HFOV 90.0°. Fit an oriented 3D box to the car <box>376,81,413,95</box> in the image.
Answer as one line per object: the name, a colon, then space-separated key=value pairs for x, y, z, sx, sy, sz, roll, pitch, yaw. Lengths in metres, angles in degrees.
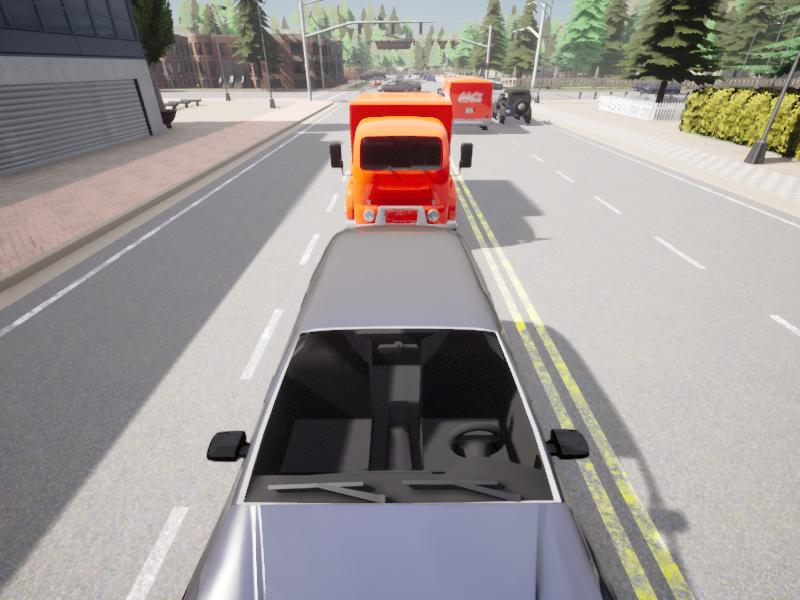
car: x=-0.618 y=-26.509 z=49.982 sx=4.514 sy=1.525 sz=2.007 roll=0 pitch=30 yaw=1

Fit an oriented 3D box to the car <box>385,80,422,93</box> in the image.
car: x=0.462 y=-28.286 z=53.002 sx=4.792 sy=1.488 sz=2.163 roll=0 pitch=30 yaw=0

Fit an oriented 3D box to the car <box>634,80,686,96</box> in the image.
car: x=32.199 y=-26.347 z=49.622 sx=4.611 sy=1.667 sz=2.242 roll=0 pitch=30 yaw=0

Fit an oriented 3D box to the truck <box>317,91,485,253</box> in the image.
truck: x=0.010 y=-3.247 z=9.136 sx=2.627 sy=2.467 sz=5.204 roll=0 pitch=30 yaw=0

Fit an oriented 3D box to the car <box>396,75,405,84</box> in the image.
car: x=0.060 y=-44.336 z=80.483 sx=1.816 sy=1.474 sz=4.193 roll=0 pitch=30 yaw=0

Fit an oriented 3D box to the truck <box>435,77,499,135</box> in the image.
truck: x=3.522 y=-10.984 z=22.399 sx=2.627 sy=2.467 sz=5.204 roll=0 pitch=31 yaw=0

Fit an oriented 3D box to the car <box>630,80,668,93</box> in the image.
car: x=32.699 y=-28.126 z=52.638 sx=3.633 sy=1.501 sz=1.845 roll=0 pitch=30 yaw=0

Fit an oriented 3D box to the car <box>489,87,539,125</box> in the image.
car: x=7.026 y=-12.221 z=25.075 sx=1.905 sy=1.878 sz=3.866 roll=0 pitch=30 yaw=0

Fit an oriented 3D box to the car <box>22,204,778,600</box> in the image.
car: x=-0.013 y=0.767 z=3.057 sx=2.242 sy=1.667 sz=4.611 roll=0 pitch=30 yaw=0

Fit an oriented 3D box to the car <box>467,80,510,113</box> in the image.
car: x=7.026 y=-16.592 z=32.410 sx=2.150 sy=2.045 sz=5.566 roll=0 pitch=30 yaw=0

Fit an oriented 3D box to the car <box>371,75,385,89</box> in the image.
car: x=-3.452 y=-34.788 z=63.830 sx=2.097 sy=1.767 sz=4.553 roll=0 pitch=30 yaw=0

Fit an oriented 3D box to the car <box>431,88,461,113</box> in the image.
car: x=3.528 y=-15.618 z=31.252 sx=1.845 sy=1.501 sz=3.633 roll=0 pitch=30 yaw=0

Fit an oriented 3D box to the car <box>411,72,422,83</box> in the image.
car: x=3.564 y=-49.688 z=89.101 sx=2.150 sy=2.045 sz=5.566 roll=0 pitch=30 yaw=0
